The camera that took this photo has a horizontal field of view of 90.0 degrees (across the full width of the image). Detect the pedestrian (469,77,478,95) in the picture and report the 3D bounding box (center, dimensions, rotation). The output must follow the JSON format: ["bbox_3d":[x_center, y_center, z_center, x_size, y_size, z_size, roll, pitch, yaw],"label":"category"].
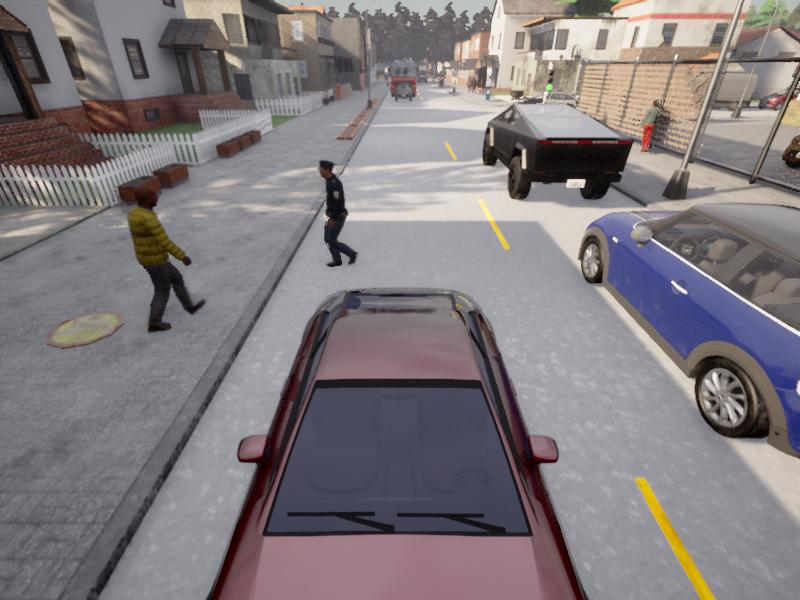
[{"bbox_3d":[8.632,-25.220,47.074,0.751,1.860,0.751,0,30,0],"label":"pedestrian"}]

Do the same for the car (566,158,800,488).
[{"bbox_3d":[4.031,-0.349,4.834,2.097,1.767,4.553,0,30,0],"label":"car"}]

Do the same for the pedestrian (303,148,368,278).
[{"bbox_3d":[-1.038,-1.417,6.549,0.751,1.860,0.751,-11,32,-18],"label":"pedestrian"}]

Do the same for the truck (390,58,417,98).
[{"bbox_3d":[0.425,-26.331,47.302,2.891,3.827,8.468,0,30,0],"label":"truck"}]

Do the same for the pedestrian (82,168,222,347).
[{"bbox_3d":[-2.874,-0.505,4.781,0.751,1.860,0.751,24,38,35],"label":"pedestrian"}]

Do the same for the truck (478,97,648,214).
[{"bbox_3d":[4.088,-4.552,11.727,2.390,2.098,6.274,0,30,1],"label":"truck"}]

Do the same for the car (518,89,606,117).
[{"bbox_3d":[11.331,-13.975,28.313,5.238,1.638,1.930,2,30,3],"label":"car"}]

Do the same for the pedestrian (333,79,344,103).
[{"bbox_3d":[-5.658,-19.299,36.955,0.751,1.860,0.751,1,30,1],"label":"pedestrian"}]

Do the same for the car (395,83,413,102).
[{"bbox_3d":[0.373,-21.177,40.728,1.789,1.549,3.705,0,30,0],"label":"car"}]

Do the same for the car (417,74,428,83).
[{"bbox_3d":[4.768,-46.594,84.262,2.038,1.542,4.974,0,30,0],"label":"car"}]

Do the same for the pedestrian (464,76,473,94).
[{"bbox_3d":[8.466,-26.493,49.270,0.751,1.860,0.751,-2,30,-3],"label":"pedestrian"}]

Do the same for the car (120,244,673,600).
[{"bbox_3d":[-0.012,1.026,2.930,1.994,1.385,4.181,0,30,0],"label":"car"}]

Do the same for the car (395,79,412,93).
[{"bbox_3d":[0.498,-29.611,55.239,2.163,1.488,4.792,0,30,0],"label":"car"}]

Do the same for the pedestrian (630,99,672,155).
[{"bbox_3d":[9.449,-6.548,15.128,0.751,1.860,0.751,8,31,13],"label":"pedestrian"}]
